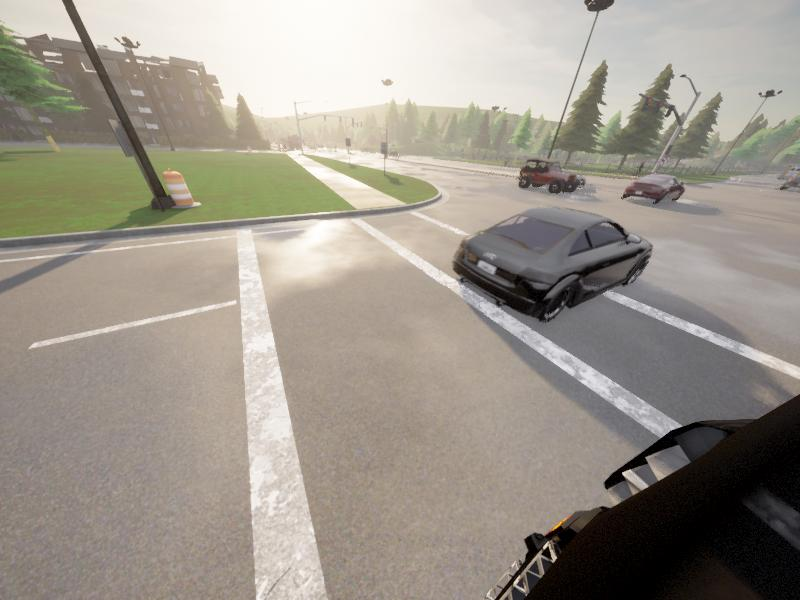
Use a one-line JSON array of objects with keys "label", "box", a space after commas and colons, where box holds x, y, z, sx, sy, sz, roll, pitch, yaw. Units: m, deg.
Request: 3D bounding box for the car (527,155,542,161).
[{"label": "car", "box": [47.966, -50.723, 82.455, 4.856, 1.649, 2.033, -16, 38, -26]}]

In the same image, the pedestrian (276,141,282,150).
[{"label": "pedestrian", "box": [-29.412, -37.562, 56.231, 0.751, 1.860, 0.751, -15, 38, -25]}]

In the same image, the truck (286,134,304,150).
[{"label": "truck", "box": [-32.540, -48.786, 71.422, 2.891, 3.827, 8.468, -16, 38, -26]}]

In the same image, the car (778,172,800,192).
[{"label": "car", "box": [43.600, -12.654, 24.849, 5.027, 1.651, 2.152, -16, 38, -26]}]

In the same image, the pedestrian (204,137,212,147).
[{"label": "pedestrian", "box": [-44.274, -36.405, 53.348, 0.751, 1.860, 0.751, -16, 38, -26]}]

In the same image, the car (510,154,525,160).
[{"label": "car", "box": [44.485, -54.079, 87.518, 5.027, 1.651, 2.152, -16, 38, -26]}]

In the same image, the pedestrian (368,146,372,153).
[{"label": "pedestrian", "box": [-9.459, -47.554, 73.063, 0.751, 1.860, 0.751, -22, 41, -32]}]

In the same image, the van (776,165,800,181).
[{"label": "van", "box": [74.696, -24.064, 43.667, 6.366, 2.431, 2.351, -16, 38, -26]}]

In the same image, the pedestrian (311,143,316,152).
[{"label": "pedestrian", "box": [-23.796, -41.996, 63.603, 0.751, 1.860, 0.751, -18, 39, -28]}]

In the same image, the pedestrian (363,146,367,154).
[{"label": "pedestrian", "box": [-10.815, -46.385, 71.347, 0.751, 1.860, 0.751, -17, 38, -27]}]

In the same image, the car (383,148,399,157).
[{"label": "car", "box": [-2.471, -38.277, 59.876, 1.930, 1.638, 5.238, -15, 38, -25]}]

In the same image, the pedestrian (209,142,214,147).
[{"label": "pedestrian", "box": [-44.238, -36.461, 54.123, 0.500, 1.100, 0.500, -16, 38, -26]}]

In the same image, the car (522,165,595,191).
[{"label": "car", "box": [12.515, -9.910, 18.575, 1.994, 1.385, 4.181, -17, 38, -27]}]

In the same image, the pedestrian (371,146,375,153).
[{"label": "pedestrian", "box": [-8.685, -48.252, 74.172, 0.751, 1.860, 0.751, -16, 38, -25]}]

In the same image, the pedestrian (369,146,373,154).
[{"label": "pedestrian", "box": [-9.098, -47.006, 72.347, 0.751, 1.860, 0.751, -22, 41, -33]}]

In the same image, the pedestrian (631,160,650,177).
[{"label": "pedestrian", "box": [30.843, -16.864, 29.676, 0.751, 1.860, 0.751, -14, 37, -23]}]

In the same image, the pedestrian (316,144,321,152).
[{"label": "pedestrian", "box": [-22.614, -42.402, 64.305, 0.751, 1.860, 0.751, -19, 40, -30]}]

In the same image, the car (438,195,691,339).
[{"label": "car", "box": [3.095, -1.030, 4.489, 4.181, 1.385, 1.994, -16, 38, -26]}]

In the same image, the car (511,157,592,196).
[{"label": "car", "box": [10.176, -8.594, 15.937, 1.905, 1.878, 3.866, -16, 39, -26]}]

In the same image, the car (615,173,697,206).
[{"label": "car", "box": [15.749, -6.896, 14.217, 4.674, 1.442, 1.812, -16, 38, -26]}]

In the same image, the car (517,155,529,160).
[{"label": "car", "box": [44.924, -52.050, 84.326, 3.988, 1.617, 1.851, -16, 38, -26]}]

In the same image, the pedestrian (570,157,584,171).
[{"label": "pedestrian", "box": [27.363, -21.044, 35.702, 0.751, 1.860, 0.751, -13, 37, -22]}]

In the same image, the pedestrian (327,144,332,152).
[{"label": "pedestrian", "box": [-20.116, -43.412, 66.015, 0.751, 1.860, 0.751, -22, 41, -32]}]

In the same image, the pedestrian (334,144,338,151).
[{"label": "pedestrian", "box": [-19.818, -47.135, 71.365, 0.751, 1.860, 0.751, -8, 35, -16]}]
